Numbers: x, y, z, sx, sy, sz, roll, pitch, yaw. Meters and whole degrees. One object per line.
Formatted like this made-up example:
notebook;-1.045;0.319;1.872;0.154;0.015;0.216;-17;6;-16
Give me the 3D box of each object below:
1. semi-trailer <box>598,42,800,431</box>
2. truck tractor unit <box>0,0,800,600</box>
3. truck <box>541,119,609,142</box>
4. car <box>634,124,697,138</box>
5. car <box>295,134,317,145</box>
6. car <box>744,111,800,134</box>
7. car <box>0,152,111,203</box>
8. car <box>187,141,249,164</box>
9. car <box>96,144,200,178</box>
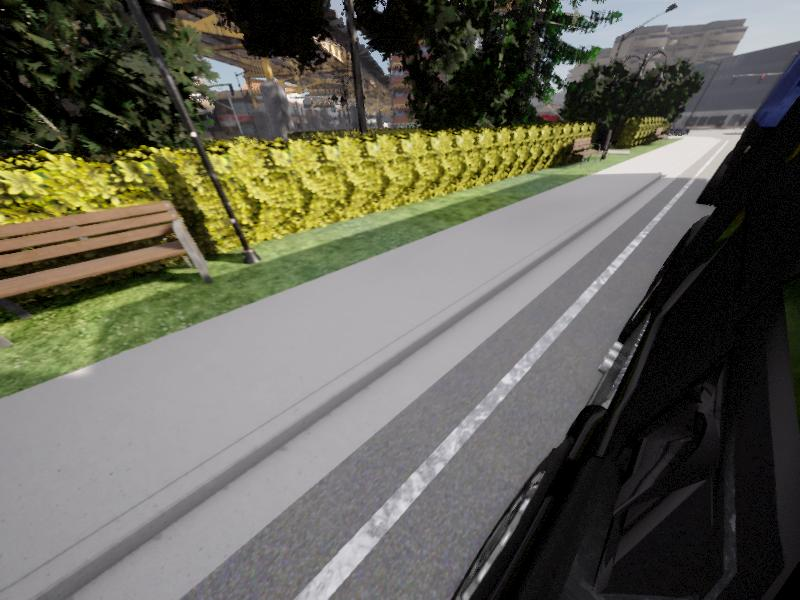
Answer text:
semi-trailer;8.691;-3.603;4.245;14.254;4.402;2.717;-28;44;-30
truck tractor unit;2.645;-0.295;0.351;6.516;4.208;3.053;-28;44;-30
truck;22.337;-21.883;29.806;6.274;2.098;2.390;2;37;6
car;32.665;-20.938;28.635;4.718;1.301;1.895;9;38;15
car;-18.731;-32.209;46.304;1.930;1.638;5.238;2;37;5
car;47.640;-22.577;29.377;5.566;2.045;2.150;-16;39;-17
car;-19.245;-6.420;11.911;1.930;1.638;5.238;2;37;5
car;-17.926;-14.840;23.167;2.038;1.542;4.974;2;37;5
car;-18.567;-10.625;17.501;2.152;1.651;5.027;2;37;5
